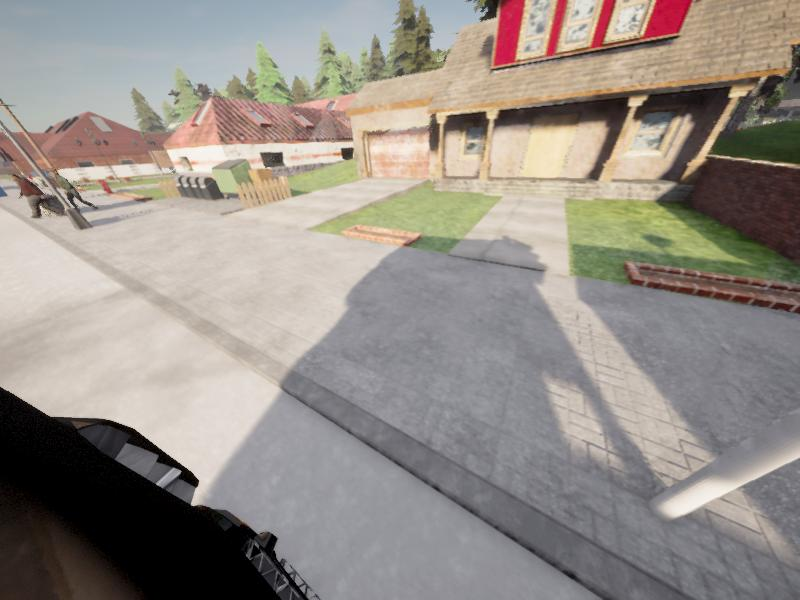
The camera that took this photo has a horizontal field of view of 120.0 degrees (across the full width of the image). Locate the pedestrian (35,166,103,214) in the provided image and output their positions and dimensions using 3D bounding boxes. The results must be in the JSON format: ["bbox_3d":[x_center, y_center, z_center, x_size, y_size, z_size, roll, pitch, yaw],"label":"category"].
[{"bbox_3d":[-14.963,-4.973,10.513,0.751,1.860,0.751,7,35,14],"label":"pedestrian"}]

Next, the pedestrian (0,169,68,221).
[{"bbox_3d":[-15.369,-4.375,9.654,0.751,1.860,0.751,13,37,22],"label":"pedestrian"}]
